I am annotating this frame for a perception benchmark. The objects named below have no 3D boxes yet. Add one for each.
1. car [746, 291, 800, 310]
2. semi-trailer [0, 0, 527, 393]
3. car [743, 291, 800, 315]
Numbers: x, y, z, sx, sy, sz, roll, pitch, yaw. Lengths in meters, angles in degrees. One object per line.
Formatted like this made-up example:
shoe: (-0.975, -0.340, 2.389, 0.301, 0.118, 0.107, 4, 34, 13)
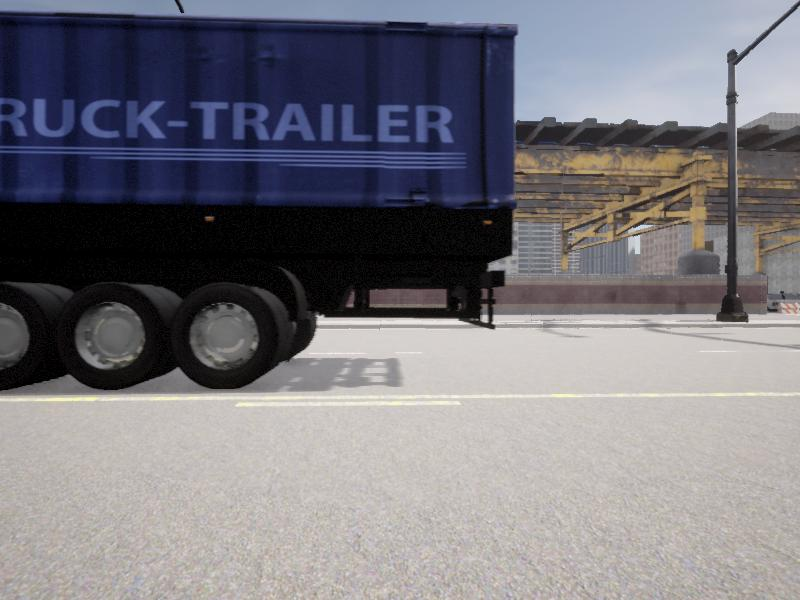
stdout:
car: (26.964, 0.038, 27.700, 4.536, 1.218, 1.853, 0, 0, 42)
semi-trailer: (-5.780, -1.221, 5.506, 14.254, 4.402, 2.717, 0, 0, -2)
car: (27.003, 0.196, 27.666, 4.974, 1.542, 2.038, 0, 0, 42)
